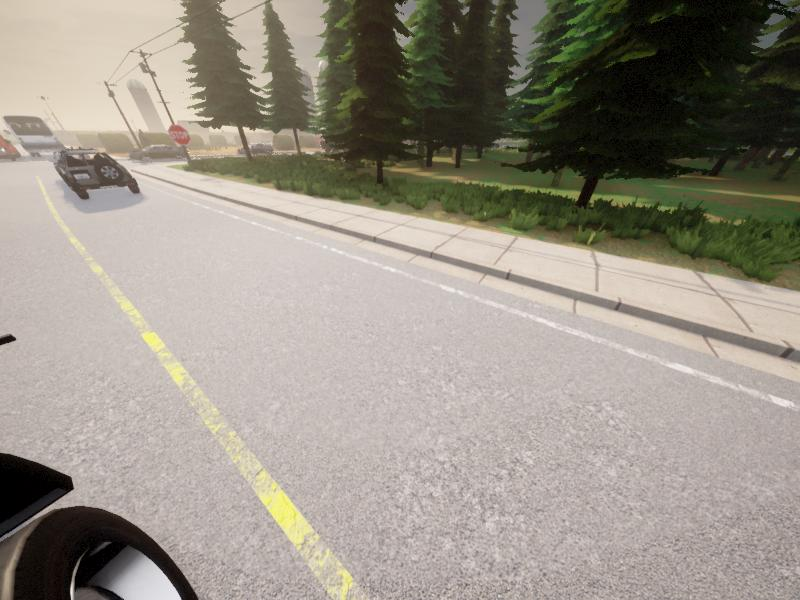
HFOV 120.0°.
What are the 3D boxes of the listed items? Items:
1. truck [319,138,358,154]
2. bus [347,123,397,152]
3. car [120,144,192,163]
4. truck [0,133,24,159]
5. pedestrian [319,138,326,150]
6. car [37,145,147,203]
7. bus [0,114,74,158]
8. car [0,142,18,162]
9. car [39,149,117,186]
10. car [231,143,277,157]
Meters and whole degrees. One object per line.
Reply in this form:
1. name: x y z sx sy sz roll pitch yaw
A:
1. truck: -10.476 -26.738 40.028 2.390 2.098 6.274 21 40 27
2. bus: -5.175 -32.262 46.039 3.944 4.253 10.273 21 40 27
3. car: -26.730 -16.231 25.509 2.128 1.511 4.902 21 40 27
4. truck: -48.470 -18.479 27.657 5.204 2.467 2.627 23 41 29
5. pedestrian: -15.689 -31.696 46.911 0.751 1.860 0.751 18 39 24
6. car: -14.101 -5.926 10.586 4.605 1.855 1.932 23 41 29
7. bus: -48.799 -21.783 30.794 10.273 4.253 3.944 23 41 29
8. car: -42.941 -15.730 24.541 3.988 1.617 1.851 23 41 29
9. car: -19.326 -8.061 13.888 4.514 1.525 2.007 25 42 31
10. car: -20.670 -21.411 32.905 2.128 1.511 4.902 21 40 27
